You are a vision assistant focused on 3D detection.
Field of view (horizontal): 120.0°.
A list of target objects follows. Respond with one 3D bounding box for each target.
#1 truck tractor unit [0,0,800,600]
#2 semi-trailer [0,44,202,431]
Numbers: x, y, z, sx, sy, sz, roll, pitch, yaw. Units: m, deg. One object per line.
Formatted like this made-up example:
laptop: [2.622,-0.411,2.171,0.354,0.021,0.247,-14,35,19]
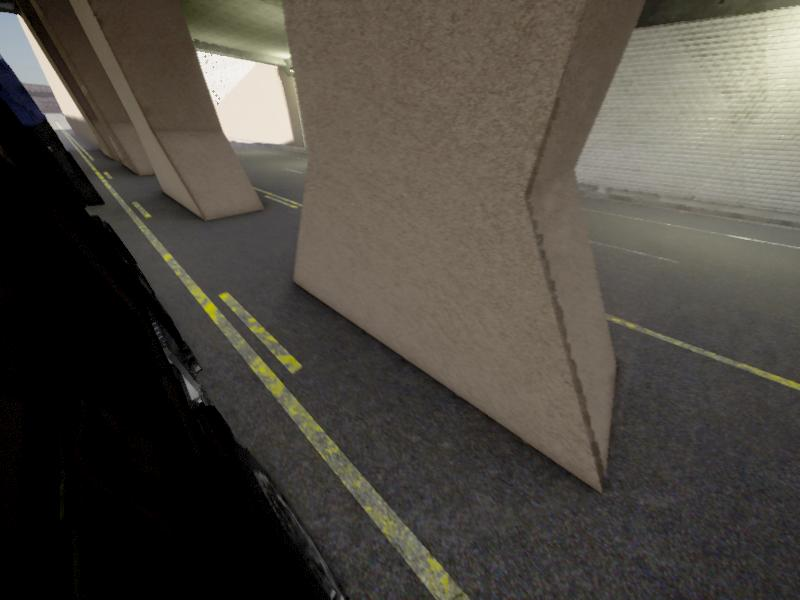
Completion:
truck tractor unit: [-2.645,-0.295,0.352,6.516,4.208,3.053,28,44,30]
semi-trailer: [-8.703,-3.584,4.249,14.254,4.402,2.717,28,44,30]
